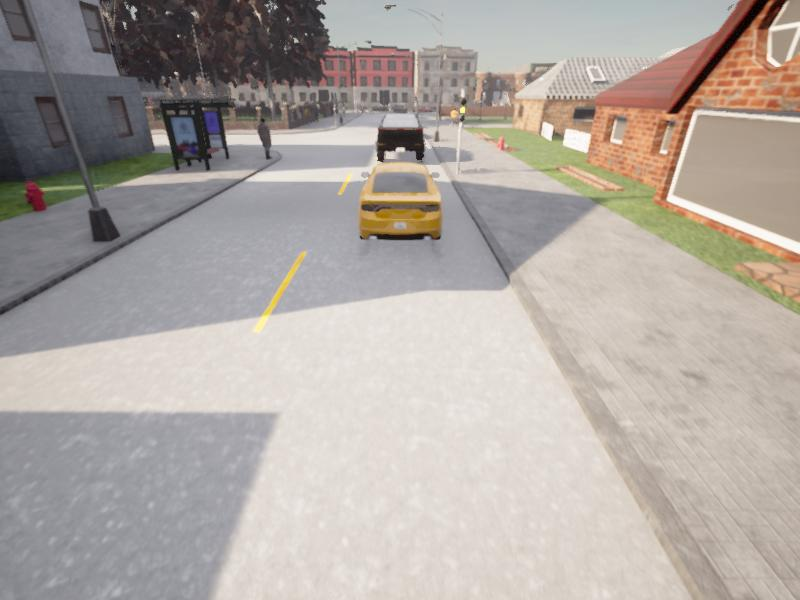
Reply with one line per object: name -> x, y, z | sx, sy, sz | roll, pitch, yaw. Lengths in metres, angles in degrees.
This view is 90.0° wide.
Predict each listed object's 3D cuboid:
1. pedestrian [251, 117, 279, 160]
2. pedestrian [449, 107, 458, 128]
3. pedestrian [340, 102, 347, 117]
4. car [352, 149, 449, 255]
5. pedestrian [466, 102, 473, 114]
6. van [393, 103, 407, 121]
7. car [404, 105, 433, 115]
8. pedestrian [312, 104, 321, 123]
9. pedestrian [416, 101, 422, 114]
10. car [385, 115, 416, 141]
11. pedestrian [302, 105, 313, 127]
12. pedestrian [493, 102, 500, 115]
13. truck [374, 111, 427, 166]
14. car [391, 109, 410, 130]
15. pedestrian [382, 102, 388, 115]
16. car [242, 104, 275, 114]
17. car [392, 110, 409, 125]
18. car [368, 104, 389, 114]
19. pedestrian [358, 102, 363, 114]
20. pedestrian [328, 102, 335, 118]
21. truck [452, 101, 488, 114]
pedestrian -> -6.539, -7.867, 19.466 | 0.751, 1.860, 0.751 | 12, 29, 21
pedestrian -> 5.089, -17.387, 38.107 | 0.751, 1.860, 0.751 | 2, 27, 3
pedestrian -> -7.835, -26.441, 55.545 | 0.751, 1.860, 0.751 | 3, 27, 5
car -> 0.010, -2.784, 10.339 | 1.882, 1.535, 5.008 | 0, 27, 0
pedestrian -> 11.181, -30.999, 64.593 | 0.751, 1.860, 0.751 | -3, 27, -7
van -> 0.052, -24.939, 52.855 | 1.775, 1.987, 4.442 | 0, 27, 0
car -> 3.444, -35.386, 74.357 | 5.027, 1.651, 2.152 | -9, 29, -17
pedestrian -> -9.216, -20.638, 44.265 | 0.751, 1.860, 0.751 | 0, 27, 0
pedestrian -> 3.104, -31.430, 65.327 | 0.751, 1.860, 0.751 | 3, 27, 5
car -> 0.030, -13.243, 30.670 | 2.128, 1.511, 4.902 | 0, 27, 0
pedestrian -> -9.040, -17.986, 39.120 | 0.751, 1.860, 0.751 | -1, 27, -2
pedestrian -> 15.317, -30.535, 63.736 | 0.751, 1.860, 0.751 | -1, 27, -3
truck -> 0.022, -8.781, 21.369 | 2.390, 2.098, 6.274 | 0, 27, 0
car -> 0.040, -17.851, 39.510 | 1.851, 1.617, 3.988 | 0, 27, 0
pedestrian -> -2.447, -31.014, 64.705 | 0.751, 1.860, 0.751 | 10, 29, 17
car -> -25.034, -33.818, 70.893 | 4.902, 1.511, 2.128 | 0, 27, 0
car -> 0.037, -21.105, 46.167 | 1.895, 1.301, 4.718 | 0, 27, 0
car -> -3.958, -35.612, 74.465 | 3.705, 1.549, 1.789 | 0, 27, 0
pedestrian -> -6.502, -31.700, 65.996 | 0.751, 1.860, 0.751 | 3, 27, 4
pedestrian -> -9.210, -25.574, 53.845 | 0.751, 1.860, 0.751 | 0, 27, 0
truck -> 12.937, -35.774, 74.377 | 6.274, 2.098, 2.390 | 0, 27, 0
